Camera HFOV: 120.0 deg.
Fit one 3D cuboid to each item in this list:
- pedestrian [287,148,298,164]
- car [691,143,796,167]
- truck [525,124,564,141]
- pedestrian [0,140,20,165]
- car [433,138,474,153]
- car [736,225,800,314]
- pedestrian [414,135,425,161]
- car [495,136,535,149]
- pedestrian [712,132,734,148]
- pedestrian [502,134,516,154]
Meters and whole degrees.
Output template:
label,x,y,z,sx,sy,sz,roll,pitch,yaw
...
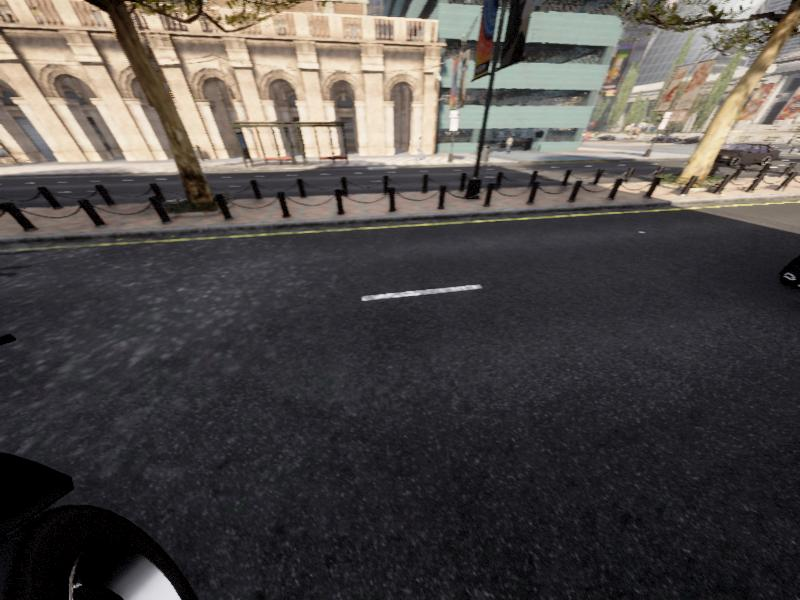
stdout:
label,x,y,z,sx,sy,sz,roll,pitch,yaw
pedestrian,-8.951,-12.061,19.325,0.500,1.100,0.500,-6,36,-8
car,26.488,-11.300,17.944,5.357,1.411,2.033,-6,36,-8
truck,42.446,-49.218,68.040,8.468,3.827,2.891,27,44,32
pedestrian,-34.374,-12.679,19.802,0.751,1.860,0.751,-6,36,-8
car,7.088,-20.877,31.139,4.786,1.482,2.161,-6,36,-8
car,8.432,-0.529,3.183,4.892,1.490,1.837,-6,36,-8
pedestrian,1.736,-13.470,20.507,0.751,1.860,0.751,-5,36,-7
car,17.822,-24.488,35.940,4.902,1.511,2.128,-6,36,-8
pedestrian,46.665,-23.133,33.365,0.751,1.860,0.751,-1,36,-1
pedestrian,12.759,-18.235,26.967,0.751,1.860,0.751,-10,37,-13
